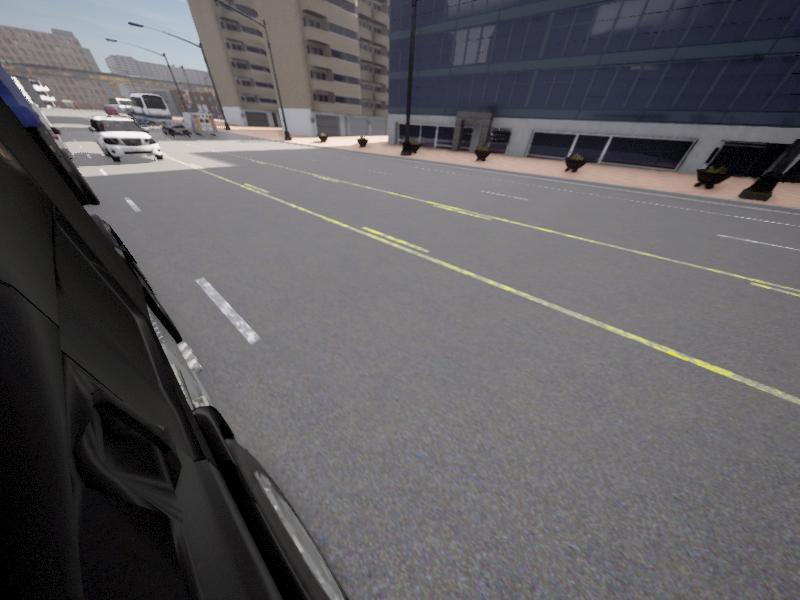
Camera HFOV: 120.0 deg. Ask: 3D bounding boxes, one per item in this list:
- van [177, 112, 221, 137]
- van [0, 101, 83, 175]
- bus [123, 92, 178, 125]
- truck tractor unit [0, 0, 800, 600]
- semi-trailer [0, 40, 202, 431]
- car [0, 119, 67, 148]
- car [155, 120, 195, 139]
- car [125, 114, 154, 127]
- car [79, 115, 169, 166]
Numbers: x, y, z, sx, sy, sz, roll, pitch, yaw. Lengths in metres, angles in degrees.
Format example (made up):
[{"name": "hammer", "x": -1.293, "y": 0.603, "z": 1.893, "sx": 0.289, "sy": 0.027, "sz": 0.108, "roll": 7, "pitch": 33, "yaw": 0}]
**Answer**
[{"name": "van", "x": -27.847, "y": -24.307, "z": 31.974, "sx": 6.366, "sy": 2.431, "sz": 2.351, "roll": 29, "pitch": 44, "yaw": 29}, {"name": "van", "x": -18.272, "y": -7.965, "z": 11.138, "sx": 6.366, "sy": 2.431, "sz": 2.351, "roll": 28, "pitch": 44, "yaw": 30}, {"name": "bus", "x": -46.848, "y": -35.860, "z": 43.302, "sx": 10.273, "sy": 4.253, "sz": 3.944, "roll": 30, "pitch": 45, "yaw": 29}, {"name": "truck tractor unit", "x": -2.645, "y": -0.295, "z": 0.351, "sx": 6.516, "sy": 4.208, "sz": 3.053, "roll": 28, "pitch": 44, "yaw": 30}, {"name": "semi-trailer", "x": -8.738, "y": -3.572, "z": 4.196, "sx": 14.254, "sy": 4.402, "sz": 2.717, "roll": 28, "pitch": 44, "yaw": 29}, {"name": "car", "x": -28.309, "y": -13.014, "z": 17.973, "sx": 4.902, "sy": 1.511, "sz": 2.128, "roll": 29, "pitch": 44, "yaw": 30}, {"name": "car", "x": -27.918, "y": -21.163, "z": 28.652, "sx": 4.902, "sy": 1.511, "sz": 2.128, "roll": 29, "pitch": 44, "yaw": 29}, {"name": "car", "x": -43.581, "y": -30.055, "z": 38.601, "sx": 5.357, "sy": 1.411, "sz": 2.033, "roll": 30, "pitch": 45, "yaw": 29}, {"name": "car", "x": -16.337, "y": -9.534, "z": 13.658, "sx": 5.566, "sy": 2.045, "sz": 2.150, "roll": 28, "pitch": 44, "yaw": 30}]
